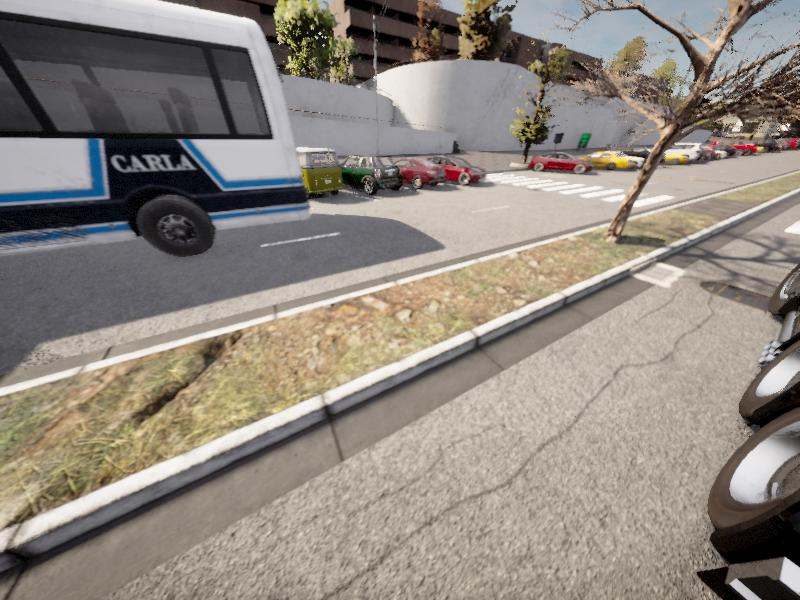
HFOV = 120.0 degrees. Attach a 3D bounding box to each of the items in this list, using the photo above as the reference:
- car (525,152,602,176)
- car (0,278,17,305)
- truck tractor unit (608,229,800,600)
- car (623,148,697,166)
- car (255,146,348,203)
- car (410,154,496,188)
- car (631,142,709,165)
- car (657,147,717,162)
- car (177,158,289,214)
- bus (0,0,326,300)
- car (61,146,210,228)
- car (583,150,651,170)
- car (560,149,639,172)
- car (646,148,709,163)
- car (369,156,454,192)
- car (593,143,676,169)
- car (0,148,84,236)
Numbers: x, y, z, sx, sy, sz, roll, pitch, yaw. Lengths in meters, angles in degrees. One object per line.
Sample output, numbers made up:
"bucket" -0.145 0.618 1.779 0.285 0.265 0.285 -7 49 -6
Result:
"car" 13.711 -11.648 19.583 4.792 1.488 2.163 26 42 33
"car" -8.750 0.339 1.664 5.566 2.045 2.150 -17 38 -23
"truck tractor unit" 5.045 -0.365 0.853 6.516 4.208 3.053 -21 40 -27
"car" 29.612 -16.562 26.623 5.366 1.575 1.946 26 42 33
"car" -4.779 -6.203 11.163 4.442 1.987 1.878 26 42 33
"car" 3.193 -8.382 14.803 4.792 1.488 2.163 26 42 33
"car" 32.080 -17.679 27.778 5.566 2.045 2.435 26 43 33
"car" 37.371 -19.117 30.290 4.674 1.452 2.002 26 42 33
"car" -7.299 -5.159 10.037 4.892 1.521 2.231 26 42 33
"bus" -7.421 -2.859 4.339 10.273 4.253 3.944 -17 38 -24
"car" -9.890 -4.551 8.699 5.566 2.045 2.435 26 42 33
"car" 21.578 -14.109 23.188 4.674 1.452 2.002 26 42 33
"car" 18.805 -13.385 22.065 5.366 1.575 1.946 26 42 33
"car" 34.710 -18.289 29.114 4.792 1.488 2.163 26 43 33
"car" 0.539 -7.562 13.622 4.674 1.452 2.002 26 42 33
"car" 24.237 -15.161 24.200 5.566 2.045 2.435 26 42 33
"car" -12.437 -3.686 7.477 4.442 1.987 1.878 26 42 33
